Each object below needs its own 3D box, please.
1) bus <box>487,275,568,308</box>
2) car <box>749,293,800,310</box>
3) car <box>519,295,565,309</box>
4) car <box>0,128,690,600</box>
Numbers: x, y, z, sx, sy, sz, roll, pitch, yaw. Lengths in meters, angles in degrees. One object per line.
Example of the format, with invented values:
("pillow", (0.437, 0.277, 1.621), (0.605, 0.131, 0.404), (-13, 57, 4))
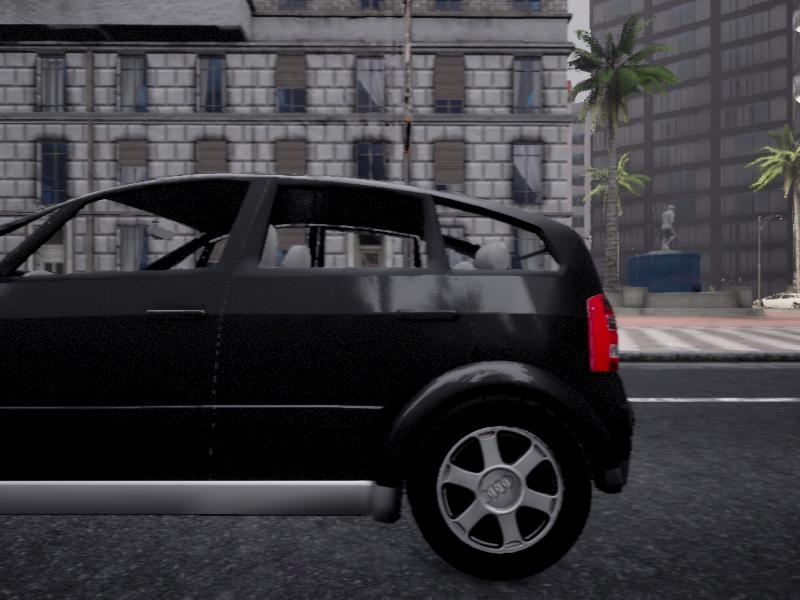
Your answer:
("bus", (17.773, -1.140, 55.718), (10.273, 4.253, 3.944), (0, -1, 26))
("car", (39.728, 0.145, 41.708), (2.242, 1.667, 4.611), (0, 0, -31))
("car", (17.144, 0.218, 48.317), (4.974, 1.542, 2.038), (0, 0, 25))
("car", (-0.908, 0.215, 2.200), (3.705, 1.549, 1.789), (0, 0, 0))
